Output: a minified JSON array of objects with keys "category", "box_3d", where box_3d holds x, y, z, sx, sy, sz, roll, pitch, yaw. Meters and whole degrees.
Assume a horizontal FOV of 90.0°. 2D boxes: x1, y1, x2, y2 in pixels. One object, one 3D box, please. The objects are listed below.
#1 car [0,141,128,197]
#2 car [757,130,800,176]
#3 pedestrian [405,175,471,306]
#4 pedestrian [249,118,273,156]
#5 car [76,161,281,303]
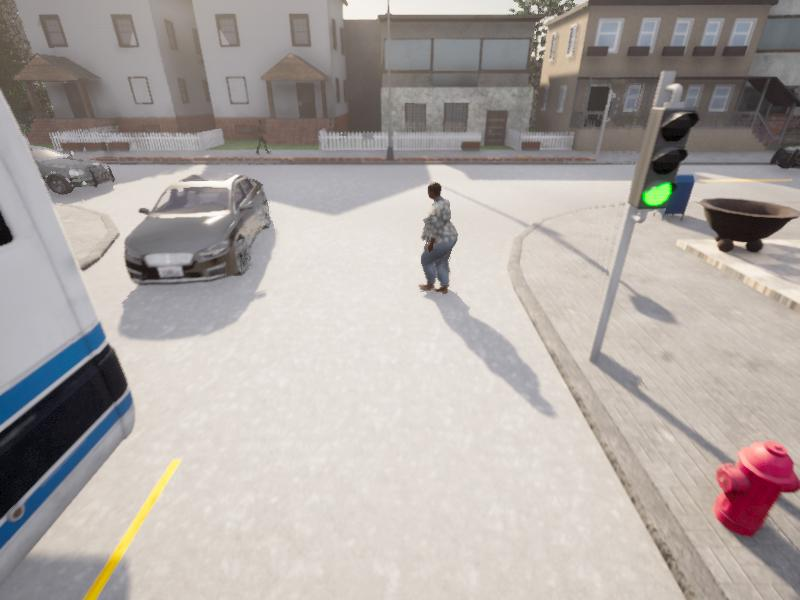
[{"category":"car","box_3d":[-12.911,-4.625,14.065,4.974,1.542,2.038,0,27,1]},{"category":"car","box_3d":[19.189,-6.416,17.352,5.238,1.638,1.930,0,27,0]},{"category":"pedestrian","box_3d":[0.591,-0.962,6.445,0.751,1.860,0.751,13,30,24]},{"category":"pedestrian","box_3d":[-7.381,-8.703,21.357,0.751,1.860,0.751,0,27,1]},{"category":"car","box_3d":[-4.032,-1.788,8.509,2.128,1.511,4.902,-4,27,-7]}]
